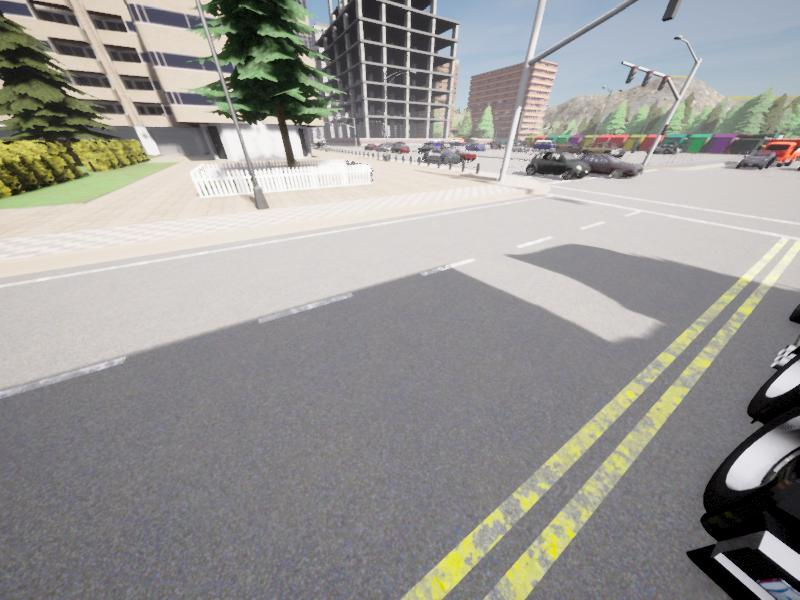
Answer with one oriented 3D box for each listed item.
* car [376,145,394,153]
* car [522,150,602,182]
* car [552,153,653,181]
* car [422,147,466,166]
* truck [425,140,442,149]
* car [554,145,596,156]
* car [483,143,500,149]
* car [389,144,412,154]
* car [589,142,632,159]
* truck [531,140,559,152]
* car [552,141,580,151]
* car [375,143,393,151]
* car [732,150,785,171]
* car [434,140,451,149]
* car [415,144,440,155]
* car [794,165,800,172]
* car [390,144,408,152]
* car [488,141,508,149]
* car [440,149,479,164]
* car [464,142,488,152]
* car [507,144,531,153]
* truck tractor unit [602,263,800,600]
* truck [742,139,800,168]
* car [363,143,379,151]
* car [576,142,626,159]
[{"bbox_3d":[-3.212,-31.830,48.518,1.895,1.301,4.718,-18,39,-24],"label":"car"},{"bbox_3d":[11.319,-9.657,16.528,1.851,1.617,3.988,-19,39,-25],"label":"car"},{"bbox_3d":[15.064,-10.257,17.601,2.033,1.411,5.357,-22,41,-29],"label":"car"},{"bbox_3d":[4.741,-16.088,25.784,2.038,1.542,4.974,-18,39,-24],"label":"car"},{"bbox_3d":[8.732,-40.566,60.192,2.069,2.038,4.478,-18,39,-24],"label":"truck"},{"bbox_3d":[29.847,-25.731,39.628,2.033,1.415,5.357,-18,39,-24],"label":"car"},{"bbox_3d":[24.312,-41.184,61.721,1.784,1.438,3.905,-18,39,-24],"label":"car"},{"bbox_3d":[-0.015,-28.745,43.951,2.163,1.488,4.792,-18,39,-24],"label":"car"},{"bbox_3d":[30.707,-21.953,33.805,1.905,1.878,3.866,-18,39,-24],"label":"car"},{"bbox_3d":[31.844,-33.948,50.856,2.069,2.038,4.478,-18,39,-24],"label":"truck"},{"bbox_3d":[38.937,-36.219,54.331,1.932,1.855,4.605,-18,39,-24],"label":"car"},{"bbox_3d":[-3.976,-36.613,55.291,2.033,1.411,5.357,-18,39,-24],"label":"car"},{"bbox_3d":[34.650,-13.552,22.348,3.633,1.501,1.845,-18,39,-24],"label":"car"},{"bbox_3d":[11.205,-41.341,61.487,1.932,1.855,4.605,-18,39,-24],"label":"car"},{"bbox_3d":[5.028,-27.770,42.538,1.882,1.535,5.008,-18,39,-24],"label":"car"},{"bbox_3d":[38.893,-12.650,21.003,5.027,1.651,2.152,-18,39,-24],"label":"car"},{"bbox_3d":[-0.335,-33.029,50.129,1.812,1.442,4.674,-18,39,-25],"label":"car"},{"bbox_3d":[26.613,-42.139,62.740,1.932,1.855,4.605,-18,39,-24],"label":"car"},{"bbox_3d":[7.129,-17.623,28.201,1.895,1.301,4.718,-18,39,-24],"label":"car"},{"bbox_3d":[16.250,-32.875,49.669,2.242,1.667,4.611,-18,39,-24],"label":"car"},{"bbox_3d":[24.337,-31.204,47.455,1.970,1.475,3.806,-18,39,-24],"label":"car"},{"bbox_3d":[5.111,-0.300,0.790,6.516,4.208,3.053,-18,39,-24],"label":"truck tractor unit"},{"bbox_3d":[40.591,-15.806,24.798,5.204,2.467,2.627,-17,39,-23],"label":"truck"},{"bbox_3d":[-6.715,-35.347,53.411,1.812,1.442,4.674,-18,39,-24],"label":"car"},{"bbox_3d":[28.171,-21.166,32.652,1.932,1.855,4.605,-18,39,-24],"label":"car"}]
